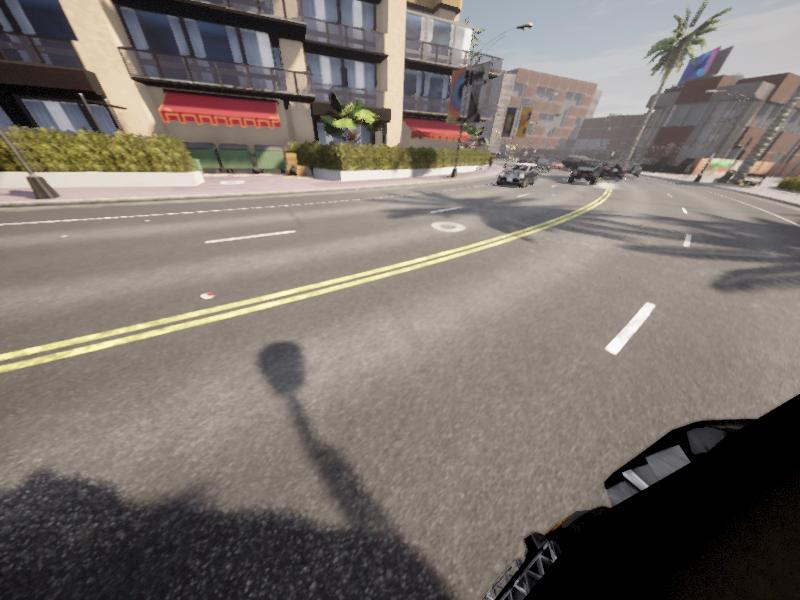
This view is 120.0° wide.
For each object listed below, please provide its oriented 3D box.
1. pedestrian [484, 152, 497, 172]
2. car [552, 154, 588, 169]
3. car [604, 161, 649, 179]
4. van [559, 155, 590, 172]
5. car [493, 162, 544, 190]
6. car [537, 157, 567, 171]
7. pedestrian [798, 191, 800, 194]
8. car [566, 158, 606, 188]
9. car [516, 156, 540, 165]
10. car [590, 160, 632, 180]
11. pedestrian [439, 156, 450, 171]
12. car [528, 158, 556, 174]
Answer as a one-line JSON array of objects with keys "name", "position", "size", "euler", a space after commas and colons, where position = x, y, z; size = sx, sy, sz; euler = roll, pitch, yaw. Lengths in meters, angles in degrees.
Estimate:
[{"name": "pedestrian", "position": [10.033, -15.241, 25.509], "size": [0.751, 1.860, 0.751], "euler": [22, 38, 27]}, {"name": "car", "position": [31.117, -25.538, 42.601], "size": [2.150, 2.045, 5.566], "euler": [0, 33, -4]}, {"name": "car", "position": [29.547, -17.242, 30.435], "size": [2.152, 1.651, 5.027], "euler": [11, 35, 13]}, {"name": "van", "position": [27.411, -21.591, 36.477], "size": [1.775, 1.987, 4.442], "euler": [6, 34, 5]}, {"name": "car", "position": [8.819, -9.248, 17.097], "size": [1.970, 1.475, 3.806], "euler": [28, 41, 32]}, {"name": "car", "position": [23.994, -21.551, 36.588], "size": [2.007, 1.525, 4.514], "euler": [5, 34, 3]}, {"name": "pedestrian", "position": [33.173, -9.294, 18.239], "size": [0.751, 1.860, 0.751], "euler": [22, 38, 27]}, {"name": "car", "position": [15.992, -11.000, 19.862], "size": [1.905, 1.878, 3.866], "euler": [23, 39, 28]}, {"name": "car", "position": [26.687, -29.230, 48.440], "size": [1.994, 1.385, 4.181], "euler": [-5, 34, -11]}, {"name": "car", "position": [24.707, -15.410, 27.299], "size": [2.242, 1.667, 4.611], "euler": [15, 36, 18]}, {"name": "pedestrian", "position": [4.776, -14.803, 25.009], "size": [0.751, 1.300, 0.751], "euler": [22, 38, 26]}, {"name": "car", "position": [19.188, -18.315, 31.424], "size": [1.837, 1.490, 4.892], "euler": [11, 34, 11]}]
